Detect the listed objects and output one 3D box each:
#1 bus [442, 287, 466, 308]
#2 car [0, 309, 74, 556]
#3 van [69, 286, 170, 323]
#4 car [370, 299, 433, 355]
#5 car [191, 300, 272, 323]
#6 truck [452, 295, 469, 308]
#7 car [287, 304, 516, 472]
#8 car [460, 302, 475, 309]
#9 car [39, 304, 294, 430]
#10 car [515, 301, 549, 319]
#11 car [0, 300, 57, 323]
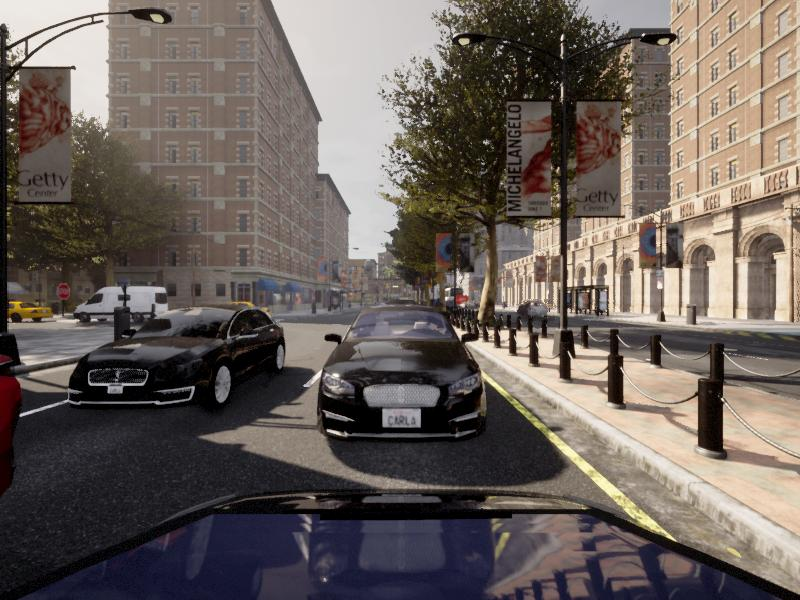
[{"bbox_3d":[11.676,-0.538,88.180,3.944,4.253,10.273,0,0,0],"label":"bus"},{"bbox_3d":[-3.495,0.828,0.791,2.007,1.525,4.514,0,0,0],"label":"car"},{"bbox_3d":[-20.213,0.322,29.025,5.915,2.561,1.988,0,0,-2],"label":"van"},{"bbox_3d":[0.046,0.788,13.657,1.851,1.617,3.988,0,0,0],"label":"car"},{"bbox_3d":[-12.341,0.801,29.645,5.366,1.575,1.801,0,0,-19],"label":"car"},{"bbox_3d":[11.763,0.355,78.047,2.627,2.467,5.204,0,0,0],"label":"truck"},{"bbox_3d":[0.023,0.836,6.166,2.128,1.511,4.902,0,0,0],"label":"car"},{"bbox_3d":[11.736,0.942,70.013,1.895,1.301,4.718,0,0,0],"label":"car"},{"bbox_3d":[-3.503,0.845,7.333,1.837,1.490,4.892,0,0,0],"label":"car"},{"bbox_3d":[11.622,0.826,35.457,1.845,1.501,3.633,0,0,0],"label":"car"},{"bbox_3d":[-28.277,0.801,28.894,5.366,1.575,1.801,0,0,-1],"label":"car"}]
